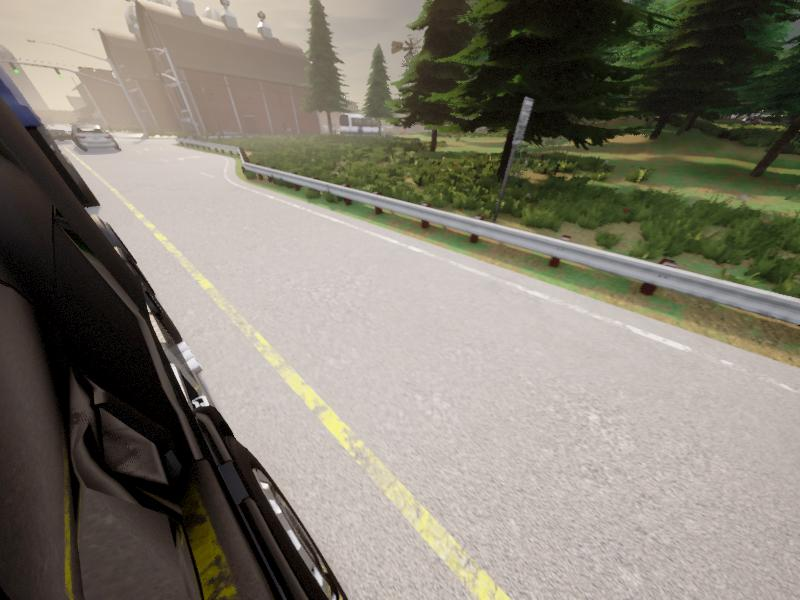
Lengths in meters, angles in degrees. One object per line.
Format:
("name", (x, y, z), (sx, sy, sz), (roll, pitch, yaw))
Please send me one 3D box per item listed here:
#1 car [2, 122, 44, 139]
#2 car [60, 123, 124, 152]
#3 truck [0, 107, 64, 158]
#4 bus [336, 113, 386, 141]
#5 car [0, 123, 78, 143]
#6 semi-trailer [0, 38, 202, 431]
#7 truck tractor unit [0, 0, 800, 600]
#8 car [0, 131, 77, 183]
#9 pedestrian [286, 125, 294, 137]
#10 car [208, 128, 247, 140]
("car", (-43.014, -19.369, 26.426), (4.181, 1.385, 1.994), (26, 43, 29))
("car", (-25.326, -13.396, 18.999), (4.611, 1.667, 2.242), (26, 43, 29))
("truck", (-25.728, -11.273, 15.426), (5.204, 2.467, 2.627), (27, 43, 29))
("bus", (-7.875, -36.577, 49.037), (3.944, 4.253, 10.273), (27, 43, 30))
("car", (-36.609, -16.591, 23.001), (5.357, 1.411, 2.033), (0, 37, -4))
("semi-trailer", (-8.755, -3.536, 4.215), (14.254, 4.402, 2.717), (27, 43, 30))
("truck tractor unit", (-2.645, -0.295, 0.351), (6.516, 4.208, 3.053), (28, 44, 30))
("car", (-16.693, -6.464, 10.213), (4.902, 1.511, 2.128), (27, 43, 30))
("pedestrian", (-21.691, -33.240, 45.550), (0.751, 1.860, 0.751), (25, 42, 27))
("car", (-26.528, -25.560, 35.653), (1.994, 1.385, 4.181), (27, 43, 30))
